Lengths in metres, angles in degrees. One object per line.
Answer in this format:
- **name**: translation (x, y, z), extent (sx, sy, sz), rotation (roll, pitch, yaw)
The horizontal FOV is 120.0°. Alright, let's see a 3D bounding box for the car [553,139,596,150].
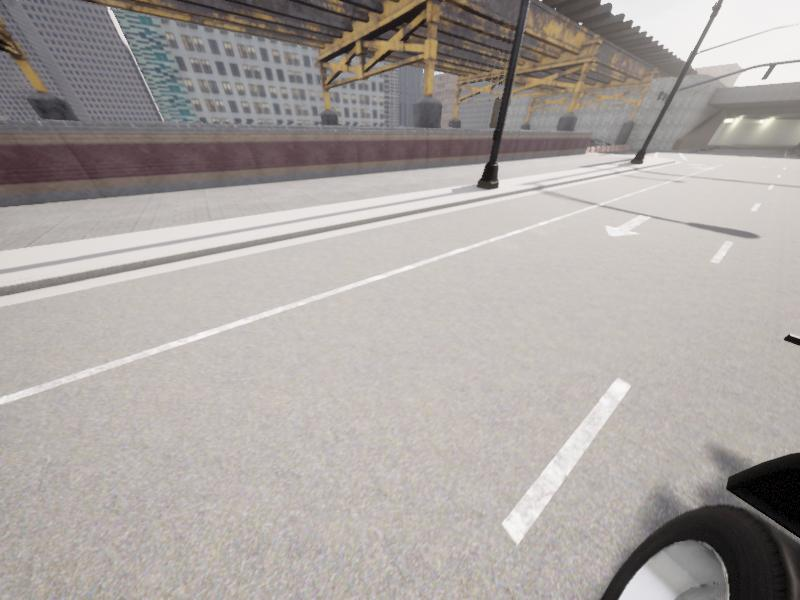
- **car**: translation (25.750, -23.068, 34.260), extent (4.536, 1.218, 1.853), rotation (6, 36, 7)

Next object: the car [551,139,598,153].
- **car**: translation (25.800, -22.935, 34.346), extent (4.974, 1.542, 2.038), rotation (6, 36, 7)

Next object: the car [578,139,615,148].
- **car**: translation (33.498, -26.737, 39.404), extent (4.536, 1.218, 1.853), rotation (-3, 36, -5)

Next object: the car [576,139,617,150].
- **car**: translation (33.548, -26.613, 39.502), extent (4.974, 1.542, 2.038), rotation (-3, 36, -5)
